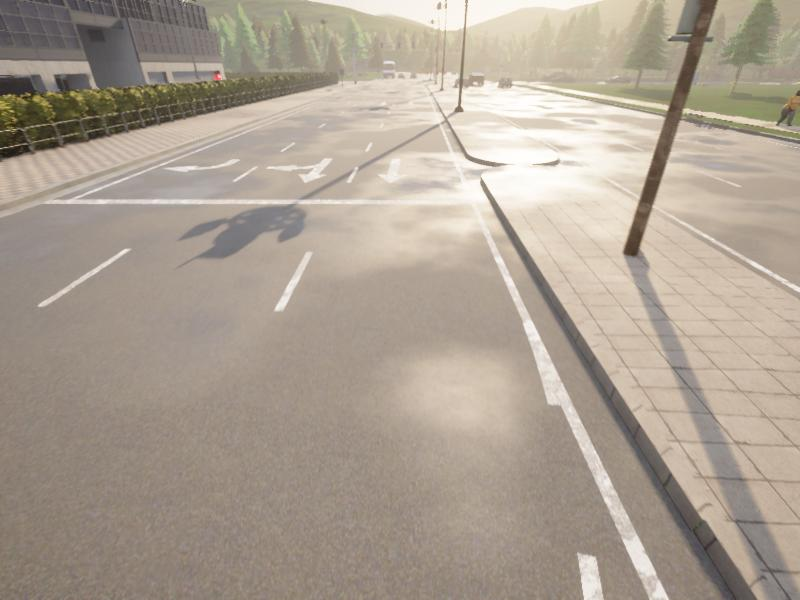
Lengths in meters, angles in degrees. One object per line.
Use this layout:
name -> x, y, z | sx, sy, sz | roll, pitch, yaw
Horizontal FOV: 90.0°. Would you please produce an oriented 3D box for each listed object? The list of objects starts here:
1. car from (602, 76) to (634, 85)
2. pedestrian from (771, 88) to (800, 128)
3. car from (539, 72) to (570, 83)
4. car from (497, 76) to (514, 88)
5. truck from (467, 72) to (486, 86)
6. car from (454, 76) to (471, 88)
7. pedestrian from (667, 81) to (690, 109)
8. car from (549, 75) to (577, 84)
car -> 42.750, -43.179, 78.559 | 4.902, 1.511, 2.128 | 1, 30, 2
pedestrian -> 21.065, -10.319, 21.515 | 0.751, 1.860, 0.751 | 2, 30, 3
car -> 33.878, -48.929, 87.793 | 5.566, 2.045, 2.150 | 1, 30, 2
car -> 17.287, -35.718, 65.579 | 1.851, 1.617, 3.988 | 1, 30, 1
truck -> 14.070, -40.948, 74.031 | 2.390, 2.098, 6.274 | 1, 30, 1
car -> 10.301, -36.070, 66.154 | 2.152, 1.651, 5.027 | 1, 30, 1
pedestrian -> 21.632, -15.930, 31.119 | 0.751, 1.860, 0.751 | 2, 30, 3
car -> 33.304, -45.176, 81.899 | 4.892, 1.490, 1.837 | 1, 30, 2
